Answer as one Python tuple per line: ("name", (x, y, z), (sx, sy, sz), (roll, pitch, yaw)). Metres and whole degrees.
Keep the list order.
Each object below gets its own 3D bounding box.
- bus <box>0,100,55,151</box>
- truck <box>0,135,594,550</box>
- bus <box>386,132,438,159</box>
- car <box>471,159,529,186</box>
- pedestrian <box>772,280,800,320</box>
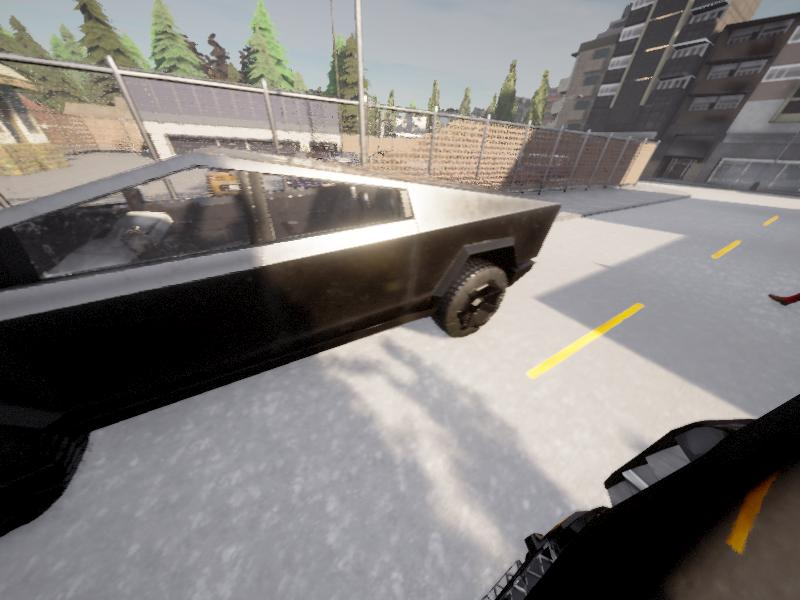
("bus", (-44.840, -19.084, 25.102), (10.273, 4.253, 3.944), (14, 36, 16))
("truck", (-1.201, -0.452, 2.611), (6.274, 2.098, 2.390), (-16, 38, -26))
("bus", (2.500, -31.896, 47.948), (10.273, 4.253, 3.944), (-20, 41, -30))
("car", (7.521, -9.648, 17.398), (3.705, 1.547, 1.789), (-16, 38, -26))
("pedestrian", (7.175, -0.493, 3.496), (0.751, 1.860, 0.751), (-17, 39, -27))
